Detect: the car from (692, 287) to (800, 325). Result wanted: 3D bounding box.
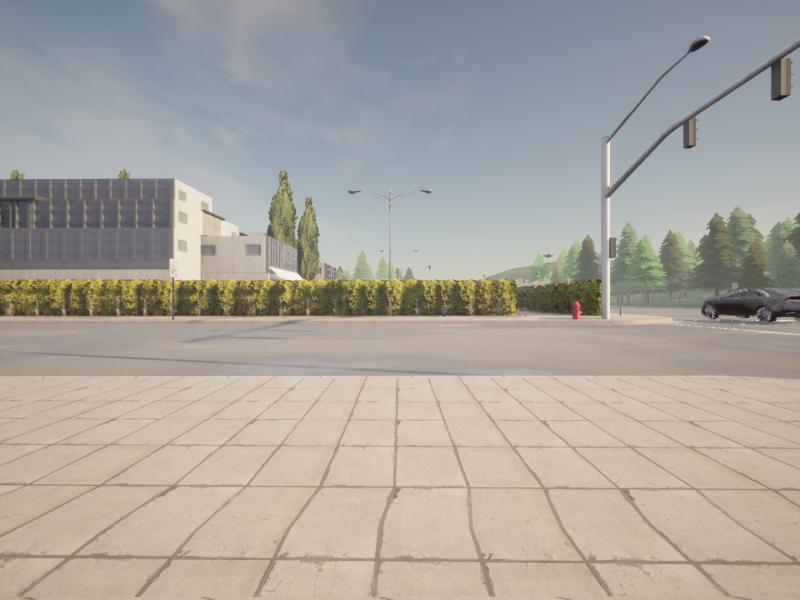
[{"bbox_3d":[16.117,0.224,18.130,2.128,1.511,4.902,0,0,-1],"label":"car"}]

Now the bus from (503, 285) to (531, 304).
[{"bbox_3d":[27.637,-1.162,95.146,3.944,4.253,10.273,0,0,1],"label":"bus"}]
